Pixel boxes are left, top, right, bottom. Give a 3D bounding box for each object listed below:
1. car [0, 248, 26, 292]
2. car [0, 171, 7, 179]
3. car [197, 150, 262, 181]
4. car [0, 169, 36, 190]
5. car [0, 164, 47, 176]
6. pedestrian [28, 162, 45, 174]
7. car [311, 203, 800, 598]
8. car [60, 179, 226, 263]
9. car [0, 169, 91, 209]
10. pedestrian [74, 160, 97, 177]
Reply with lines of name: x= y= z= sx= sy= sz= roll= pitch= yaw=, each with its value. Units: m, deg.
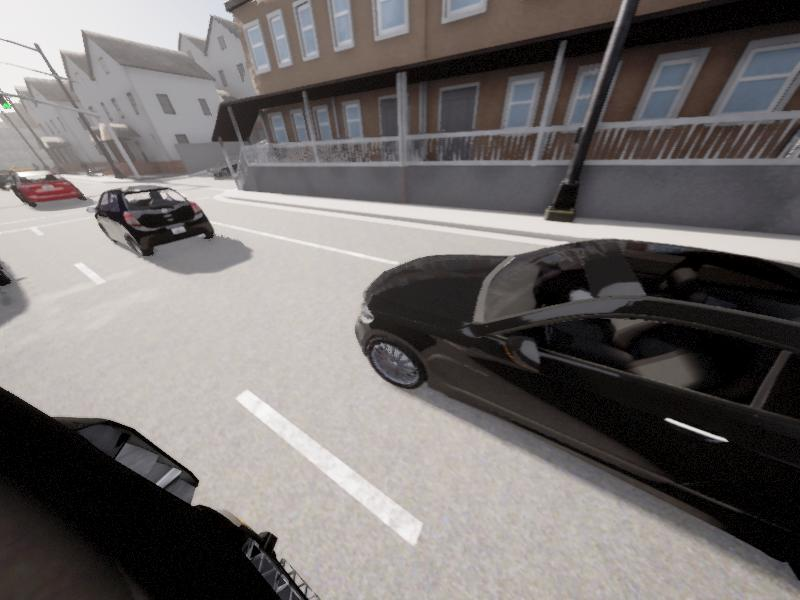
car: x=-9.827 y=-0.950 z=4.534 sx=3.633 sy=1.501 sz=1.845 roll=17 pitch=38 yaw=26
car: x=-63.098 y=-19.428 z=35.409 sx=4.856 sy=1.649 sz=2.033 roll=17 pitch=38 yaw=26
car: x=-17.436 y=-13.975 z=23.925 sx=2.033 sy=1.649 sz=4.856 roll=16 pitch=47 yaw=25
car: x=-38.524 y=-11.926 z=22.746 sx=4.514 sy=1.525 sz=2.007 roll=17 pitch=38 yaw=26
car: x=-77.342 y=-26.666 z=47.219 sx=1.801 sy=1.575 sz=5.366 roll=7 pitch=37 yaw=13
pedestrian: x=-67.037 y=-24.439 z=42.612 sx=0.751 sy=1.860 sz=0.751 roll=23 pitch=41 yaw=32
car: x=1.713 y=0.302 z=1.989 sx=4.674 sy=1.442 sz=1.812 roll=18 pitch=39 yaw=27
car: x=-7.207 y=-2.431 z=6.564 sx=3.633 sy=1.501 sz=1.845 roll=17 pitch=38 yaw=26
car: x=-21.537 y=-6.830 z=13.929 sx=4.611 sy=1.667 sz=2.242 roll=17 pitch=38 yaw=26
pedestrian: x=-40.659 y=-17.028 z=29.858 sx=0.751 sy=1.860 sz=0.751 roll=10 pitch=36 yaw=17
